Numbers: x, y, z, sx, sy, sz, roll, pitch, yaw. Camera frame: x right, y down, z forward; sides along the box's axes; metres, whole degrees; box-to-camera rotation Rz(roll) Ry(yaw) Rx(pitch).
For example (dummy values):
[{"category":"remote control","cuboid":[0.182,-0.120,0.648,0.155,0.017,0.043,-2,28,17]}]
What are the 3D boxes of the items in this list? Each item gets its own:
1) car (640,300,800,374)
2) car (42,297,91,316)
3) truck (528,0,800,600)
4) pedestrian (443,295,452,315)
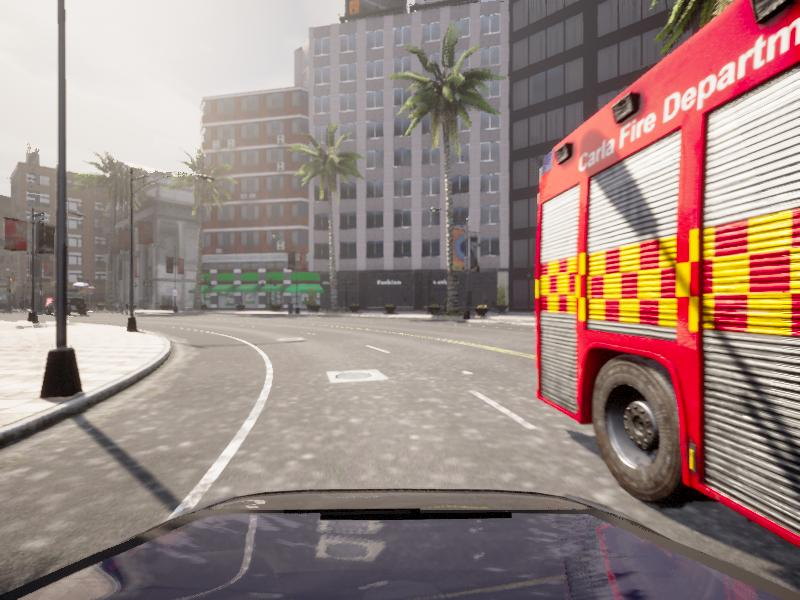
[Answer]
[{"category":"car","cuboid":[9.095,0.801,10.255,1.801,1.575,5.366,0,0,-14]},{"category":"car","cuboid":[-34.171,0.658,40.990,3.866,1.878,1.905,0,0,13]},{"category":"truck","cuboid":[3.417,-0.321,0.945,2.891,3.827,8.468,0,0,-5]},{"category":"pedestrian","cuboid":[4.373,0.489,37.149,0.751,1.860,0.751,0,0,14]}]
